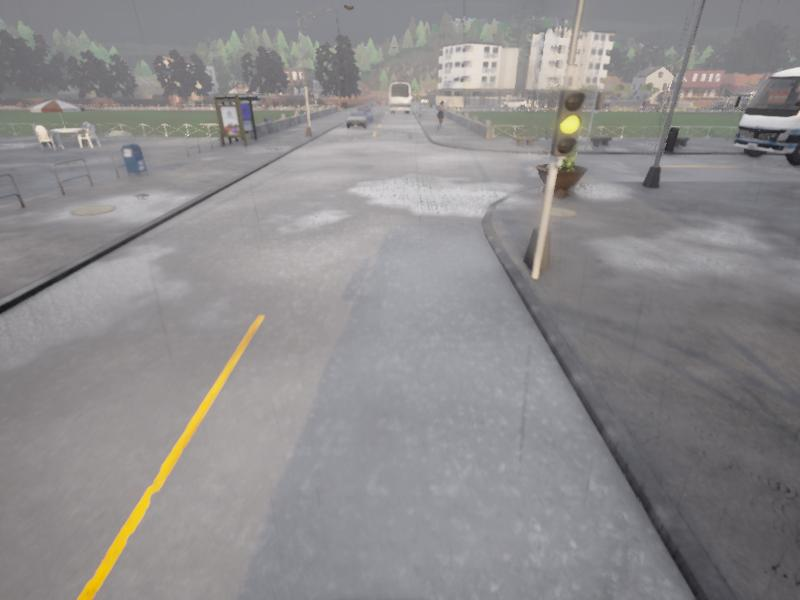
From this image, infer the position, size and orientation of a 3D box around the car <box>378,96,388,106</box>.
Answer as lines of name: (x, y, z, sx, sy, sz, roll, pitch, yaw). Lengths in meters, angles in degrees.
car: (-3.950, -47.745, 96.127, 2.150, 2.045, 5.566, 0, 27, 0)

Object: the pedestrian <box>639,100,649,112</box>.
pedestrian: (42.590, -33.967, 69.901, 0.751, 1.860, 0.751, 0, 27, 0)

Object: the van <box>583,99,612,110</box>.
van: (38.538, -38.188, 78.129, 4.442, 1.987, 1.775, 0, 27, 0)

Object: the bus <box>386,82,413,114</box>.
bus: (-0.085, -32.666, 64.737, 3.944, 4.253, 10.273, 0, 27, 0)

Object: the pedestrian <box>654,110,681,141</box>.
pedestrian: (18.014, -11.746, 26.984, 0.751, 1.860, 0.751, 0, 27, 0)

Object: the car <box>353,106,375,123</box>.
car: (-3.981, -20.876, 44.987, 2.007, 1.525, 4.514, 0, 27, 0)

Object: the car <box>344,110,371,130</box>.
car: (-3.974, -17.209, 38.077, 2.033, 1.411, 5.357, 0, 27, 0)

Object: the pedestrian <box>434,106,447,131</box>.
pedestrian: (3.386, -15.206, 33.477, 0.751, 1.860, 0.751, 10, 29, 18)

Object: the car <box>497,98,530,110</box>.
car: (22.128, -38.271, 78.102, 5.566, 2.045, 2.150, 0, 27, 0)

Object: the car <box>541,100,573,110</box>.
car: (30.593, -38.063, 78.204, 5.238, 1.638, 1.930, 0, 27, 0)

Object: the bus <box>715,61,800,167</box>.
bus: (22.415, -8.916, 19.230, 10.273, 4.253, 3.944, 0, 27, -1)

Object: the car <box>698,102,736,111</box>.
car: (61.978, -37.844, 78.280, 5.357, 1.411, 2.033, 0, 27, 0)
